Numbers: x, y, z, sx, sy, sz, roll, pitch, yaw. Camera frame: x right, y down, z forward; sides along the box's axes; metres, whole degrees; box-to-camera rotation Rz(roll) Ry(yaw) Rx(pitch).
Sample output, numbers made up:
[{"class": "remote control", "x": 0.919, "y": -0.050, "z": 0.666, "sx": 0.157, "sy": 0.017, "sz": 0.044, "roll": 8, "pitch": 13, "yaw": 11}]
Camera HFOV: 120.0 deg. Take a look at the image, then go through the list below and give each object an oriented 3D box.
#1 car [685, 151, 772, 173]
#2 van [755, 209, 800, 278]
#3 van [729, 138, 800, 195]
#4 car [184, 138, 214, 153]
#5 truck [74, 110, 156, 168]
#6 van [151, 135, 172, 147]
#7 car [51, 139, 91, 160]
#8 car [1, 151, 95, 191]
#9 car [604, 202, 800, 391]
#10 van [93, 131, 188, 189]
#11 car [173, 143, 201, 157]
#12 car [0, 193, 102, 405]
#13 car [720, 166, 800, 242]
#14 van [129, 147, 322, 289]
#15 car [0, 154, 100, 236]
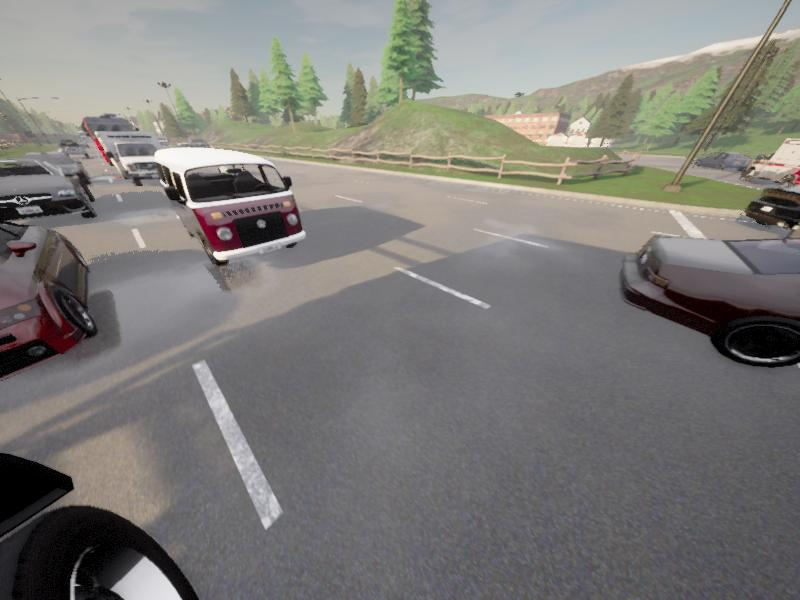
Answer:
[{"class": "car", "x": 31.137, "y": -13.384, "z": 22.261, "sx": 2.033, "sy": 1.411, "sz": 5.357, "roll": 9, "pitch": 36, "yaw": 12}, {"class": "van", "x": 10.958, "y": -0.913, "z": 3.181, "sx": 5.915, "sy": 2.561, "sz": 1.988, "roll": 14, "pitch": 38, "yaw": 18}, {"class": "van", "x": 23.131, "y": -7.625, "z": 13.027, "sx": 2.351, "sy": 2.431, "sz": 6.366, "roll": 17, "pitch": 38, "yaw": 21}, {"class": "car", "x": -34.476, "y": -26.538, "z": 39.618, "sx": 5.566, "sy": 2.045, "sz": 2.150, "roll": 28, "pitch": 43, "yaw": 33}, {"class": "truck", "x": -26.547, "y": -14.917, "z": 21.568, "sx": 8.468, "sy": 3.827, "sz": 2.891, "roll": 28, "pitch": 43, "yaw": 33}, {"class": "van", "x": -61.839, "y": -41.186, "z": 59.841, "sx": 6.366, "sy": 2.431, "sz": 2.351, "roll": 28, "pitch": 43, "yaw": 33}, {"class": "car", "x": -38.653, "y": -17.815, "z": 27.244, "sx": 4.605, "sy": 1.855, "sz": 1.932, "roll": 28, "pitch": 43, "yaw": 33}, {"class": "car", "x": -19.245, "y": -7.373, "z": 12.933, "sx": 4.792, "sy": 1.488, "sz": 2.163, "roll": 28, "pitch": 43, "yaw": 33}, {"class": "car", "x": 5.805, "y": 0.305, "z": 2.372, "sx": 5.357, "sy": 1.411, "sz": 2.033, "roll": 25, "pitch": 42, "yaw": 30}, {"class": "van", "x": -15.435, "y": -8.429, "z": 13.666, "sx": 6.366, "sy": 2.431, "sz": 2.351, "roll": 27, "pitch": 43, "yaw": 33}, {"class": "car", "x": -30.160, "y": -21.302, "z": 32.690, "sx": 3.806, "sy": 1.475, "sz": 1.970, "roll": 28, "pitch": 43, "yaw": 33}, {"class": "car", "x": -5.828, "y": -0.184, "z": 2.939, "sx": 4.181, "sy": 1.385, "sz": 1.994, "roll": 28, "pitch": 43, "yaw": 33}, {"class": "car", "x": 13.265, "y": -2.426, "z": 6.155, "sx": 5.238, "sy": 1.638, "sz": 1.930, "roll": 10, "pitch": 36, "yaw": 12}, {"class": "van", "x": -4.162, "y": -2.348, "z": 5.471, "sx": 4.480, "sy": 2.038, "sz": 2.069, "roll": 29, "pitch": 44, "yaw": 34}, {"class": "car", "x": -12.306, "y": -3.758, "z": 7.736, "sx": 5.027, "sy": 1.651, "sz": 2.152, "roll": 28, "pitch": 43, "yaw": 33}]
